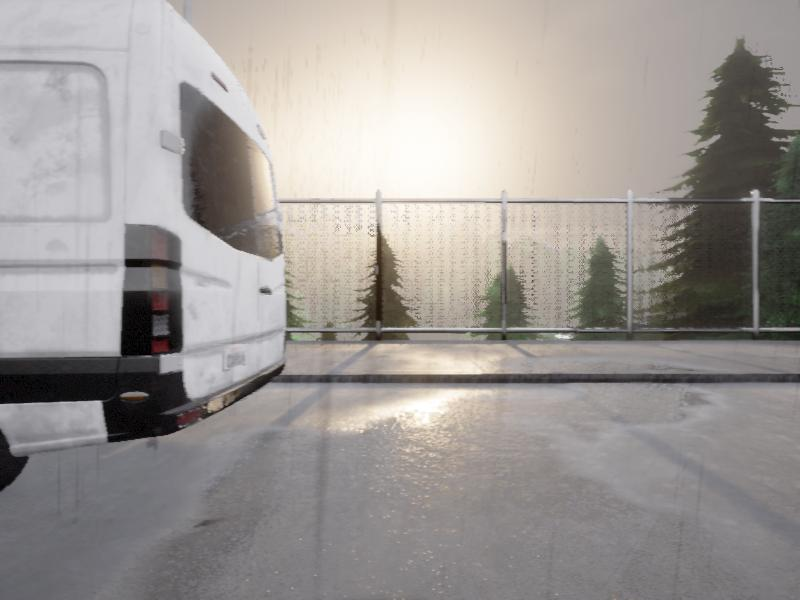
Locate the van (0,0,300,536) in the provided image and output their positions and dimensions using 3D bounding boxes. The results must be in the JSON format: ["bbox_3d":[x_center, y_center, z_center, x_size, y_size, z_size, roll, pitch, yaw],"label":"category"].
[{"bbox_3d":[-3.887,-0.276,2.704,5.915,2.561,1.988,0,0,0],"label":"van"}]
